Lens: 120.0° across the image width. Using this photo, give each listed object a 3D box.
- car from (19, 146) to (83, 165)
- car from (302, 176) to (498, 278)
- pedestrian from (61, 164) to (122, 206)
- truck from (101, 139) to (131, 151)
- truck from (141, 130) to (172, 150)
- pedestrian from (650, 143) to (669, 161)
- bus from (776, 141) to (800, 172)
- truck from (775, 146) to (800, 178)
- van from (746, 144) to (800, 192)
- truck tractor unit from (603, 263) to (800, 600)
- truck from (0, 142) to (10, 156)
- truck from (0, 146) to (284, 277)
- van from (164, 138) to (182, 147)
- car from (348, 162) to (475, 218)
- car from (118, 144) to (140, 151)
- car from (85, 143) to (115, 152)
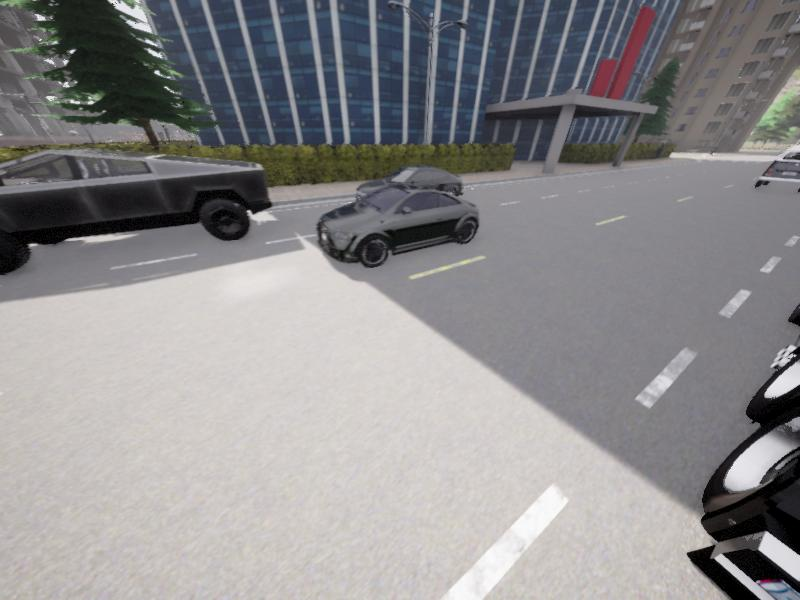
[{"bbox_3d":[-37.708,-15.780,25.181,2.007,1.525,4.514,-17,38,-23],"label":"car"},{"bbox_3d":[0.061,-2.106,5.836,4.181,1.385,1.994,-18,39,-24],"label":"car"},{"bbox_3d":[-11.573,-4.364,8.748,0.751,1.300,0.751,-22,41,-28],"label":"pedestrian"},{"bbox_3d":[-66.501,-36.463,54.203,2.390,2.098,6.274,-18,39,-24],"label":"truck"},{"bbox_3d":[-62.625,-41.315,59.695,2.891,3.827,8.468,-18,39,-24],"label":"truck"},{"bbox_3d":[33.171,-18.951,29.558,0.751,1.860,0.751,-19,39,-25],"label":"pedestrian"},{"bbox_3d":[40.831,-14.378,21.254,10.273,4.253,3.944,-18,39,-24],"label":"bus"},{"bbox_3d":[32.584,-10.876,17.713,5.204,2.467,2.627,-18,39,-25],"label":"truck"},{"bbox_3d":[22.428,-7.400,12.987,4.480,2.038,2.069,-15,38,-26],"label":"van"},{"bbox_3d":[5.109,-0.302,0.791,6.516,4.208,3.053,-18,39,-24],"label":"truck tractor unit"},{"bbox_3d":[-65.900,-23.083,33.455,8.468,3.827,2.891,-18,39,-24],"label":"truck"},{"bbox_3d":[-6.704,-2.508,5.727,6.274,2.098,2.390,-18,39,-24],"label":"truck"},{"bbox_3d":[-72.124,-50.104,73.485,2.351,2.431,6.366,-18,39,-24],"label":"van"},{"bbox_3d":[0.522,-4.595,9.352,4.674,1.442,1.812,-18,39,-25],"label":"car"},{"bbox_3d":[-60.372,-34.067,51.502,1.895,1.301,4.718,-18,39,-24],"label":"car"},{"bbox_3d":[-61.722,-31.461,47.655,2.033,1.411,5.357,-18,39,-24],"label":"car"}]
